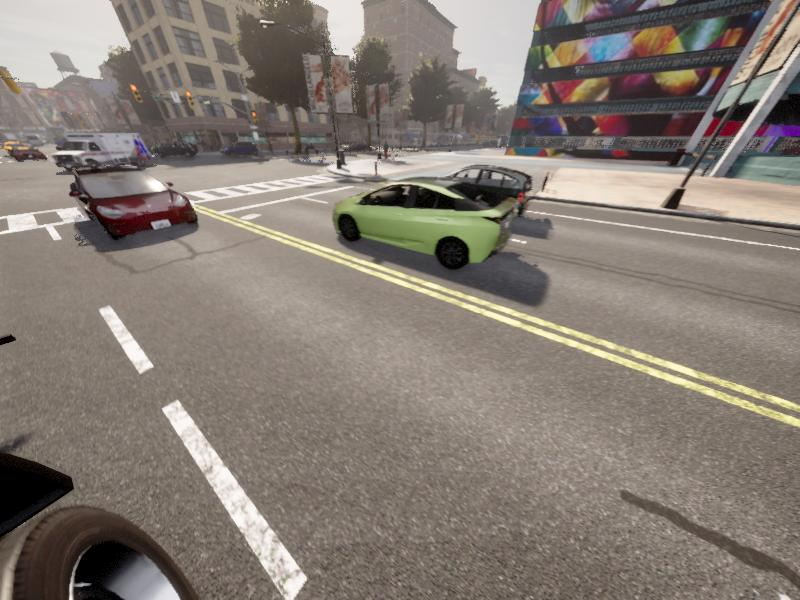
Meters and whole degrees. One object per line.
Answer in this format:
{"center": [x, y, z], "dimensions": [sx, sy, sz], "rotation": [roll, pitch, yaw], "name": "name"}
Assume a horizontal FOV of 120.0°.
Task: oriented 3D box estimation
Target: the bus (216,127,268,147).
{"center": [-42.614, -44.364, 63.000], "dimensions": [3.944, 4.253, 10.273], "rotation": [22, 40, 27], "name": "bus"}

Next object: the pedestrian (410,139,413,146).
{"center": [3.750, -51.870, 75.935], "dimensions": [0.751, 1.860, 0.751], "rotation": [14, 37, 19], "name": "pedestrian"}

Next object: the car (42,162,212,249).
{"center": [-8.330, -3.161, 7.059], "dimensions": [4.792, 1.488, 2.163], "rotation": [22, 41, 28], "name": "car"}

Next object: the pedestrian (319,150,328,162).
{"center": [-8.589, -16.210, 25.935], "dimensions": [0.500, 1.100, 0.500], "rotation": [22, 40, 27], "name": "pedestrian"}

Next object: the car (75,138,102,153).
{"center": [-52.135, -25.925, 38.701], "dimensions": [4.605, 1.855, 1.932], "rotation": [28, 44, 34], "name": "car"}

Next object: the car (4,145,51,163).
{"center": [-39.393, -15.493, 24.412], "dimensions": [4.181, 1.385, 1.994], "rotation": [22, 40, 27], "name": "car"}

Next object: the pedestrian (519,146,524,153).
{"center": [21.804, -27.079, 41.487], "dimensions": [0.500, 1.100, 0.500], "rotation": [7, 36, 9], "name": "pedestrian"}

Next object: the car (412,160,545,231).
{"center": [2.503, -3.737, 7.925], "dimensions": [3.705, 1.549, 1.789], "rotation": [22, 40, 27], "name": "car"}

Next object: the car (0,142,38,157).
{"center": [-49.191, -19.456, 29.811], "dimensions": [5.008, 1.535, 1.882], "rotation": [21, 40, 27], "name": "car"}

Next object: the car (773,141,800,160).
{"center": [53.638, -19.753, 30.488], "dimensions": [2.435, 2.045, 5.566], "rotation": [21, 40, 27], "name": "car"}

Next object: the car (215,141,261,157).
{"center": [-22.836, -21.434, 32.673], "dimensions": [2.097, 1.767, 4.553], "rotation": [25, 42, 30], "name": "car"}

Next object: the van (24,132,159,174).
{"center": [-23.576, -11.813, 18.406], "dimensions": [2.351, 2.431, 6.366], "rotation": [-3, 35, -4], "name": "van"}

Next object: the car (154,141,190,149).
{"center": [-51.832, -35.403, 52.628], "dimensions": [2.033, 1.411, 5.357], "rotation": [22, 40, 28], "name": "car"}

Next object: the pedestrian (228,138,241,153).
{"center": [-26.051, -24.280, 36.330], "dimensions": [0.751, 1.860, 0.751], "rotation": [9, 36, 11], "name": "pedestrian"}

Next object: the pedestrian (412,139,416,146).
{"center": [4.551, -51.618, 75.585], "dimensions": [0.751, 1.860, 0.751], "rotation": [21, 40, 26], "name": "pedestrian"}

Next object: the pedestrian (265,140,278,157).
{"center": [-17.320, -20.328, 31.052], "dimensions": [0.751, 1.860, 0.751], "rotation": [18, 39, 23], "name": "pedestrian"}

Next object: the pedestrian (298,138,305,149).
{"center": [-20.714, -32.841, 48.579], "dimensions": [0.751, 1.860, 0.751], "rotation": [25, 42, 31], "name": "pedestrian"}

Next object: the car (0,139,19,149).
{"center": [-82.424, -32.818, 48.521], "dimensions": [4.514, 1.525, 2.007], "rotation": [23, 41, 29], "name": "car"}

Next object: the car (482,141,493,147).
{"center": [30.054, -53.603, 79.288], "dimensions": [1.837, 1.490, 4.892], "rotation": [22, 40, 27], "name": "car"}

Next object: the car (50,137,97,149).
{"center": [-66.568, -32.096, 47.202], "dimensions": [5.566, 2.045, 2.150], "rotation": [2, 36, 1], "name": "car"}

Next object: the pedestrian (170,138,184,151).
{"center": [-37.431, -26.068, 38.762], "dimensions": [0.751, 1.860, 0.751], "rotation": [20, 39, 25], "name": "pedestrian"}

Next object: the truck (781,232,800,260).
{"center": [11.001, -0.767, 3.010], "dimensions": [5.204, 2.467, 2.627], "rotation": [22, 40, 26], "name": "truck"}

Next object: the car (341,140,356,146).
{"center": [-17.143, -52.290, 76.911], "dimensions": [5.008, 1.535, 1.882], "rotation": [21, 40, 26], "name": "car"}

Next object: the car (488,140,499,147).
{"center": [29.981, -50.120, 74.001], "dimensions": [1.932, 1.855, 4.605], "rotation": [22, 40, 27], "name": "car"}

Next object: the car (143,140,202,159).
{"center": [-28.482, -19.084, 29.193], "dimensions": [4.605, 1.855, 1.932], "rotation": [-14, 38, -20], "name": "car"}

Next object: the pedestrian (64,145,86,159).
{"center": [-37.630, -17.121, 26.765], "dimensions": [0.751, 1.300, 0.751], "rotation": [7, 36, 9], "name": "pedestrian"}

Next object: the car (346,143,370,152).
{"center": [-8.127, -29.711, 44.917], "dimensions": [1.812, 1.442, 4.674], "rotation": [22, 40, 27], "name": "car"}

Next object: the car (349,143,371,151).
{"center": [-8.567, -32.846, 49.508], "dimensions": [1.895, 1.301, 4.718], "rotation": [22, 40, 27], "name": "car"}

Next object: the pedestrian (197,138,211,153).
{"center": [-30.968, -24.437, 36.503], "dimensions": [0.751, 1.860, 0.751], "rotation": [14, 37, 18], "name": "pedestrian"}

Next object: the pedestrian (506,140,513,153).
{"center": [19.994, -28.150, 42.307], "dimensions": [0.751, 1.860, 0.751], "rotation": [14, 37, 18], "name": "pedestrian"}

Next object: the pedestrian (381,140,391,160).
{"center": [-1.604, -16.956, 26.142], "dimensions": [0.751, 1.860, 0.751], "rotation": [-29, 45, -35], "name": "pedestrian"}

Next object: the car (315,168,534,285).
{"center": [0.381, -2.126, 5.633], "dimensions": [4.514, 1.525, 2.007], "rotation": [22, 40, 27], "name": "car"}

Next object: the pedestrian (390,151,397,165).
{"center": [-0.592, -13.430, 21.790], "dimensions": [0.500, 1.100, 0.500], "rotation": [25, 42, 31], "name": "pedestrian"}
